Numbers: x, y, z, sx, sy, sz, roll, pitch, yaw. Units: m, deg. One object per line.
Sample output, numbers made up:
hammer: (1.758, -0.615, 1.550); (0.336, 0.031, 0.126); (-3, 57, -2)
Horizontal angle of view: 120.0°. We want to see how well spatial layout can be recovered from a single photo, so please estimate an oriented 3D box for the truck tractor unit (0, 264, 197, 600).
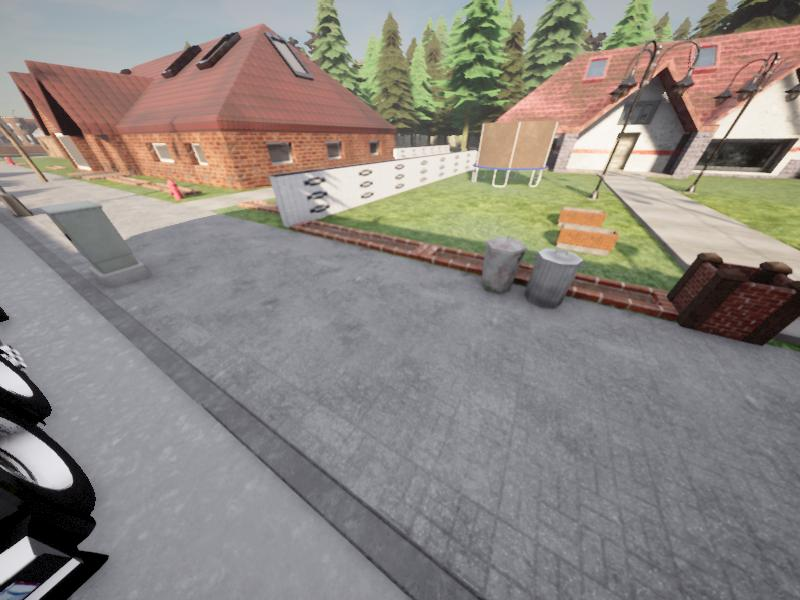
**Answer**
truck tractor unit: (-5.112, -0.299, 0.775); (6.516, 4.208, 3.053); (18, 39, 24)
